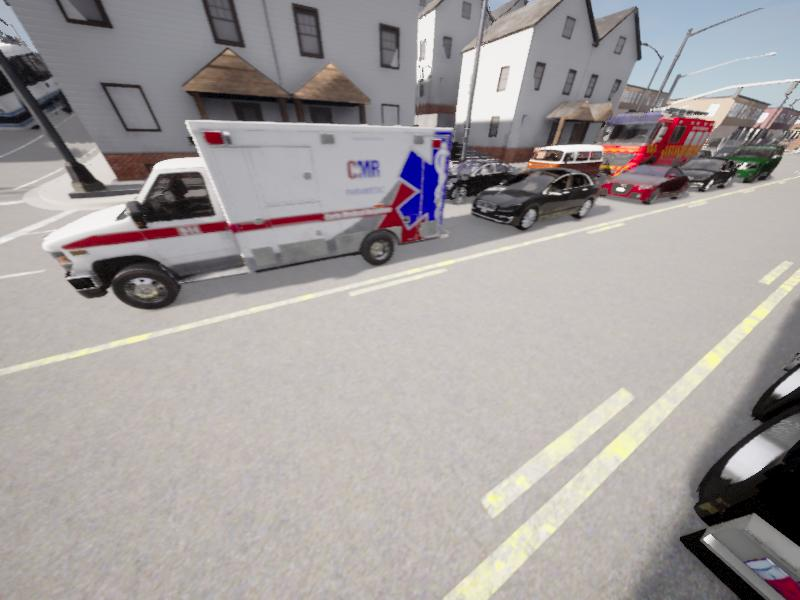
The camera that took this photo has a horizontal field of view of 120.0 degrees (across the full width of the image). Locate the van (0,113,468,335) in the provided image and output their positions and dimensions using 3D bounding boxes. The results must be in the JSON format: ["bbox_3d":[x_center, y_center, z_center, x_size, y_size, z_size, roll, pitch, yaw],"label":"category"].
[{"bbox_3d":[-2.116,-1.938,4.577,6.366,2.431,2.351,-16,39,-23],"label":"van"}]

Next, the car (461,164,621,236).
[{"bbox_3d":[4.713,-3.555,7.788,4.892,1.490,1.837,-16,39,-22],"label":"car"}]

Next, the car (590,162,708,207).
[{"bbox_3d":[11.439,-5.462,10.709,4.181,1.385,1.994,-15,38,-21],"label":"car"}]

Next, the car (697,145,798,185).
[{"bbox_3d":[23.817,-9.383,15.873,5.566,2.045,2.150,-17,39,-22],"label":"car"}]

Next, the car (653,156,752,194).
[{"bbox_3d":[17.287,-7.241,13.215,4.892,1.490,1.837,-16,38,-22],"label":"car"}]

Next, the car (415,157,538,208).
[{"bbox_3d":[3.387,-5.440,10.435,4.902,1.511,2.128,-16,39,-23],"label":"car"}]

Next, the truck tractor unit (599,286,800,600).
[{"bbox_3d":[5.151,-0.258,0.727,6.516,4.208,3.053,-17,38,-22],"label":"truck tractor unit"}]

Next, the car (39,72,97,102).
[{"bbox_3d":[-33.989,-22.015,23.855,1.801,1.575,5.366,-16,51,-23],"label":"car"}]

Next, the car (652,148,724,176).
[{"bbox_3d":[23.863,-11.561,19.197,4.553,1.767,2.097,-16,38,-23],"label":"car"}]

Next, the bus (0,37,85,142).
[{"bbox_3d":[-29.125,-15.580,16.763,3.944,4.253,10.273,-17,52,-23],"label":"bus"}]

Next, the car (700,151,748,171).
[{"bbox_3d":[32.671,-14.079,23.266,5.357,1.411,2.033,-23,41,-29],"label":"car"}]

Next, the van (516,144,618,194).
[{"bbox_3d":[9.090,-7.330,12.747,4.480,2.038,2.069,-16,38,-23],"label":"van"}]

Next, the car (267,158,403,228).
[{"bbox_3d":[-2.110,-3.874,8.044,3.988,1.617,1.851,-16,38,-23],"label":"car"}]

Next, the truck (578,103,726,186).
[{"bbox_3d":[16.828,-10.329,15.577,8.468,3.827,2.891,-16,38,-23],"label":"truck"}]
